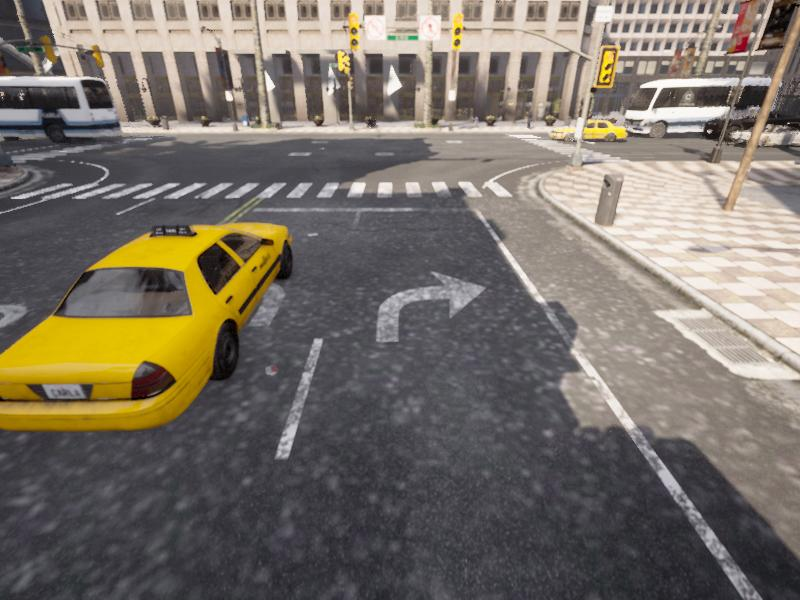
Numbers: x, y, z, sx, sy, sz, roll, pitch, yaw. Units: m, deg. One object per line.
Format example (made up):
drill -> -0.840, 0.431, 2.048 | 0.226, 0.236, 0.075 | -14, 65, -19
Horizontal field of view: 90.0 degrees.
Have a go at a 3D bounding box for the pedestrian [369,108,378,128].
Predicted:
pedestrian -> -2.631, -18.198, 40.007 | 0.751, 1.860, 0.751 | -1, 27, -1

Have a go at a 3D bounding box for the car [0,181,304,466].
car -> -2.930, -0.389, 5.737 | 1.801, 1.575, 5.366 | 0, 27, 0

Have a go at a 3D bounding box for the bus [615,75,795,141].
bus -> 23.718, -15.277, 31.942 | 10.273, 4.253, 3.944 | -1, 27, 1

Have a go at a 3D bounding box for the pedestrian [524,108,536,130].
pedestrian -> 12.349, -17.226, 38.062 | 0.751, 1.860, 0.751 | 12, 29, 22

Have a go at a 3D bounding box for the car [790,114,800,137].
car -> 35.656, -14.281, 32.823 | 4.611, 1.667, 2.242 | 0, 27, 0

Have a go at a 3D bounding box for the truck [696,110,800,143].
truck -> 26.089, -12.836, 29.533 | 6.274, 2.098, 2.390 | 0, 27, 0

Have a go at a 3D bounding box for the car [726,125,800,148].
car -> 24.957, -10.885, 26.590 | 4.718, 1.301, 1.895 | 0, 27, 0

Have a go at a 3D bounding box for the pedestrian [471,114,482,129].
pedestrian -> 7.505, -17.506, 39.241 | 0.751, 1.300, 0.751 | -6, 28, -11

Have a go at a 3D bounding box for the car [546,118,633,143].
car -> 13.909, -12.555, 29.584 | 5.366, 1.575, 1.801 | 0, 27, 0

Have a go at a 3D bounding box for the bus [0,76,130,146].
bus -> -26.317, -13.504, 28.604 | 10.273, 4.253, 3.944 | 0, 27, -1

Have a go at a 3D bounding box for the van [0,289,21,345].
van -> -6.371, 0.589, 3.379 | 1.775, 1.987, 4.442 | 0, 27, 0
